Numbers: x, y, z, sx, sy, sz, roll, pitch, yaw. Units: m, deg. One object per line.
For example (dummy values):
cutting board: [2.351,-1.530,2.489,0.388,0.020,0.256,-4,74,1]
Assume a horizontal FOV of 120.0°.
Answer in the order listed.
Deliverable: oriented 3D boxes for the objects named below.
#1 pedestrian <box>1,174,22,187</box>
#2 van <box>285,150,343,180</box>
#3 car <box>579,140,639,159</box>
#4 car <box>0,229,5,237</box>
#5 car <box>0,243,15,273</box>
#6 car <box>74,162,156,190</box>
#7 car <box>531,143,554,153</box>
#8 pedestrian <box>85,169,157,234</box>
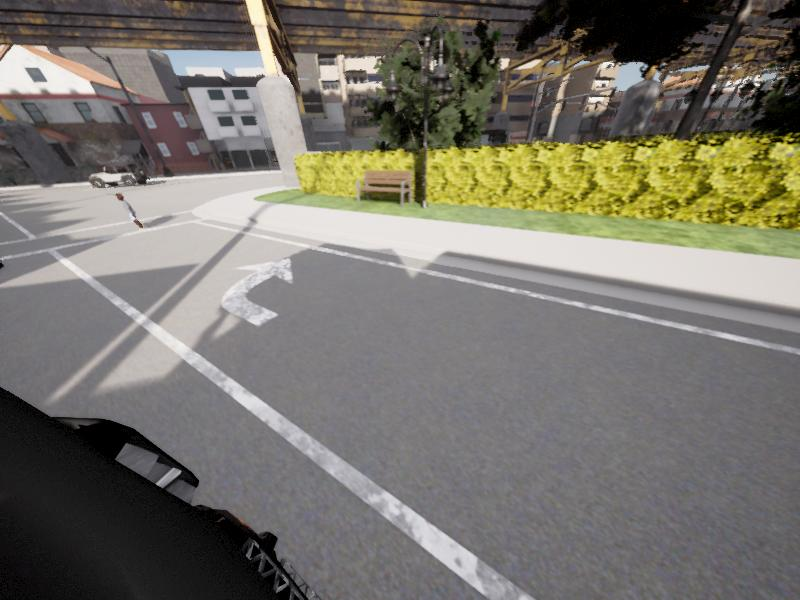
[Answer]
pedestrian: [-40.858,-12.555,24.313,0.500,1.100,0.500,-3,34,-1]
van: [-7.840,-12.563,21.443,4.480,2.038,2.069,-10,34,-11]
car: [25.005,-18.101,27.761,5.027,1.651,2.152,-7,34,-6]
car: [-16.600,-2.956,8.192,3.806,1.475,1.970,17,38,26]
car: [-11.686,-1.374,5.473,3.806,1.475,1.970,17,38,27]
car: [-25.668,-11.341,21.014,3.866,1.878,1.905,-10,34,-11]
car: [26.307,-28.265,42.908,2.038,1.542,4.974,4,34,10]
pedestrian: [-9.340,-3.320,7.829,0.751,1.860,0.751,26,43,36]
